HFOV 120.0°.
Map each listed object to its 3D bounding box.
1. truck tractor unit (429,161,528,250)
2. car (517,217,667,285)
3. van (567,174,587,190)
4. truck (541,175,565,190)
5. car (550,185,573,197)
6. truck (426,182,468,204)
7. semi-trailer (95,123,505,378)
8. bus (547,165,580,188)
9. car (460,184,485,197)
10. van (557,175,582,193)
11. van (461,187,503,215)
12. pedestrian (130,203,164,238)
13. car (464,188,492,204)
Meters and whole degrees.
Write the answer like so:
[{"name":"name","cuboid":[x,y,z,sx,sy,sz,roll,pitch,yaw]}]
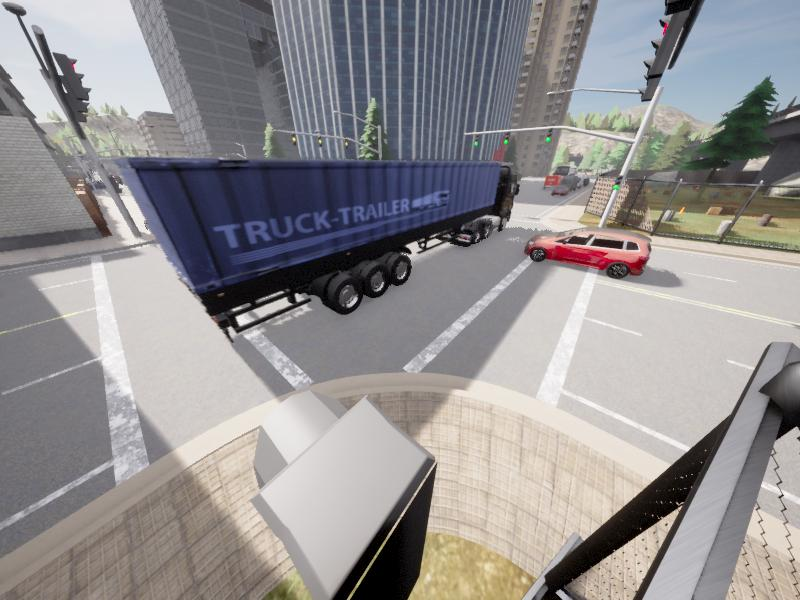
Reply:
[{"name":"truck tractor unit","cuboid":[5.038,-6.321,14.673,3.053,4.208,6.516,23,37,34]},{"name":"car","cuboid":[8.359,-2.468,10.590,4.611,1.667,2.242,23,37,33]},{"name":"van","cuboid":[36.526,-24.377,47.580,1.988,2.561,5.915,23,37,34]},{"name":"truck","cuboid":[30.919,-23.732,46.528,2.627,2.467,5.204,23,37,34]},{"name":"car","cuboid":[25.688,-17.413,36.688,1.994,1.385,4.181,23,37,34]},{"name":"truck","cuboid":[6.327,-14.354,30.659,2.390,2.098,6.274,23,37,34]},{"name":"semi-trailer","cuboid":[-0.041,-3.375,9.370,2.717,4.402,14.254,23,37,34]},{"name":"bus","cuboid":[38.047,-28.844,53.611,3.944,4.253,10.273,23,37,34]},{"name":"car","cuboid":[11.378,-17.082,36.037,1.812,1.442,4.674,23,37,34]},{"name":"van","cuboid":[30.940,-21.257,42.174,1.988,2.561,5.915,25,39,37]},{"name":"van","cuboid":[8.263,-10.032,23.240,2.069,2.038,4.480,23,37,34]},{"name":"pedestrian","cuboid":[-15.501,-4.884,14.181,0.751,1.860,0.751,-25,38,-36]},{"name":"car","cuboid":[10.164,-13.647,30.058,1.816,1.474,4.193,23,37,34]}]
